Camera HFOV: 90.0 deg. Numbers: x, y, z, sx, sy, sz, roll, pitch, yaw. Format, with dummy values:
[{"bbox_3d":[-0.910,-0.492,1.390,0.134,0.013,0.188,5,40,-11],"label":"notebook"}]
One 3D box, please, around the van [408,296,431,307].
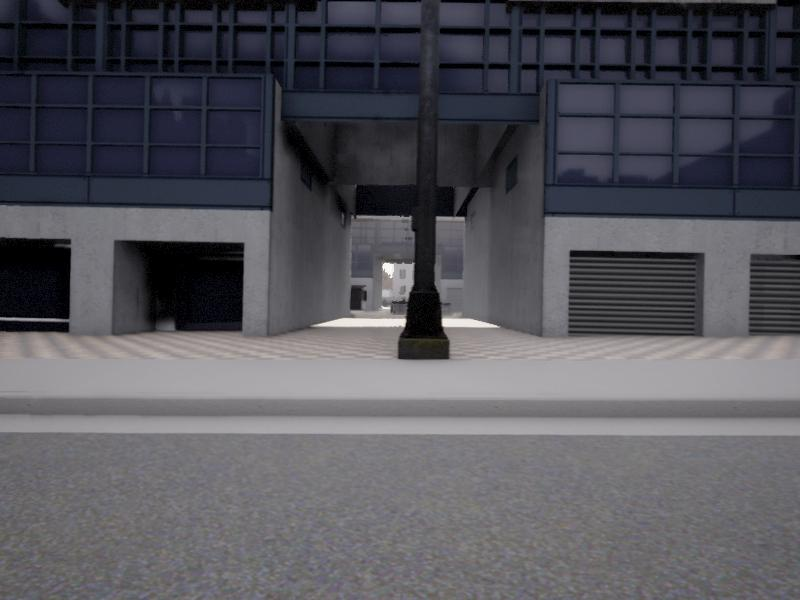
[{"bbox_3d":[3.857,0.343,77.875,4.442,1.987,1.775,1,0,6],"label":"van"}]
